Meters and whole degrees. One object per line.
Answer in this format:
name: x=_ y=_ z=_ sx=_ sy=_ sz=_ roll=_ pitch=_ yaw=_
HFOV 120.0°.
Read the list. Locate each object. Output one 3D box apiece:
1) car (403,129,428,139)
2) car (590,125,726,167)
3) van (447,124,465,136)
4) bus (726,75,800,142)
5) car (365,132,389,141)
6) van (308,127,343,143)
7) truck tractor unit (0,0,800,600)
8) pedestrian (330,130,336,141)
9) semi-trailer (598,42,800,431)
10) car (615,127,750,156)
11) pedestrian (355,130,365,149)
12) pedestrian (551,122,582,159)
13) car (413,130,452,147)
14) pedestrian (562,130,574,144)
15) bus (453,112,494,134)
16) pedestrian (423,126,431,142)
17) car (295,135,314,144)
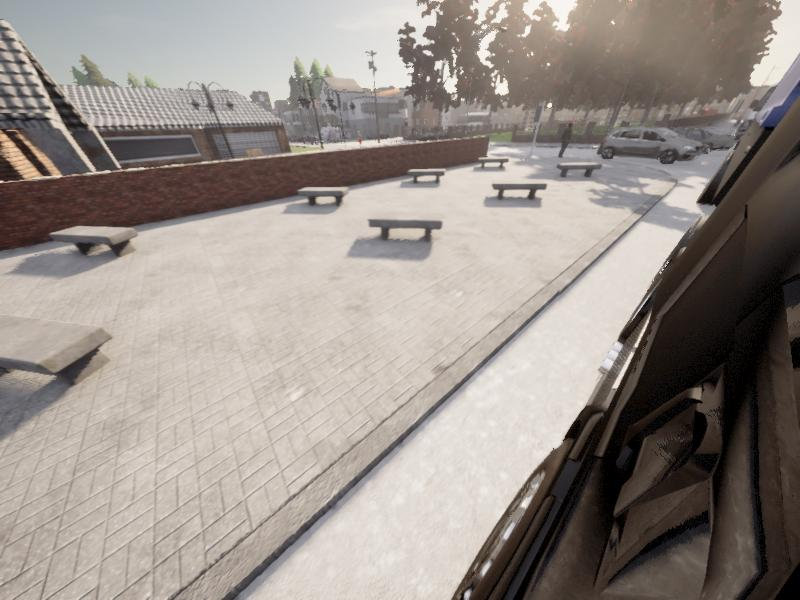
car: x=3.307 y=-35.167 z=48.979 sx=5.357 sy=1.411 sz=2.033 roll=-27 pitch=43 yaw=-29
car: x=14.566 y=-9.120 z=13.506 sx=2.242 sy=1.667 sz=4.611 roll=-19 pitch=40 yaw=-20
van: x=13.387 y=-40.518 z=55.010 sx=4.442 sy=1.987 sz=1.775 roll=-30 pitch=45 yaw=-31
bus: x=35.299 y=-17.604 z=21.438 sx=10.273 sy=4.253 sz=3.944 roll=-28 pitch=44 yaw=-30
car: x=-4.715 y=-33.920 z=47.868 sx=4.718 sy=1.301 sz=1.895 roll=-27 pitch=44 yaw=-29
van: x=-14.997 y=-33.231 z=46.604 sx=6.366 sy=2.431 sz=2.351 roll=14 pitch=40 yaw=20
truck tractor unit: x=2.645 y=-0.295 z=0.351 sx=6.516 sy=4.208 sz=3.053 roll=-28 pitch=44 yaw=-30
pedestrian: x=-14.477 y=-35.625 z=50.034 sx=0.751 sy=1.860 sz=0.751 roll=-21 pitch=41 yaw=-23
semi-trailer: x=8.699 y=-3.601 z=4.234 sx=14.254 sy=4.402 sz=2.717 roll=-28 pitch=44 yaw=-30
car: x=18.441 y=-10.662 z=15.563 sx=5.357 sy=1.411 sz=2.033 roll=13 pitch=40 yaw=19
pedestrian: x=-4.802 y=-19.256 z=27.716 sx=0.751 sy=1.860 sz=0.751 roll=-21 pitch=41 yaw=-22
pedestrian: x=10.573 y=-10.167 z=14.744 sx=0.751 sy=1.860 sz=0.751 roll=-13 pitch=38 yaw=-14
car: x=4.034 y=-20.640 z=29.527 sx=1.882 sy=1.535 sz=5.008 roll=-28 pitch=44 yaw=-30
pedestrian: x=17.062 y=-16.520 z=23.455 sx=0.500 sy=1.100 sz=0.500 roll=-28 pitch=44 yaw=-29
bus: x=19.737 y=-47.588 z=62.153 sx=10.273 sy=4.253 sz=3.944 roll=-23 pitch=42 yaw=-26
pedestrian: x=4.140 y=-25.653 z=35.697 sx=0.751 sy=1.860 sz=0.751 roll=-30 pitch=45 yaw=-32
car: x=-19.859 y=-33.374 z=47.963 sx=1.994 sy=1.385 sz=4.181 roll=-28 pitch=44 yaw=-30
